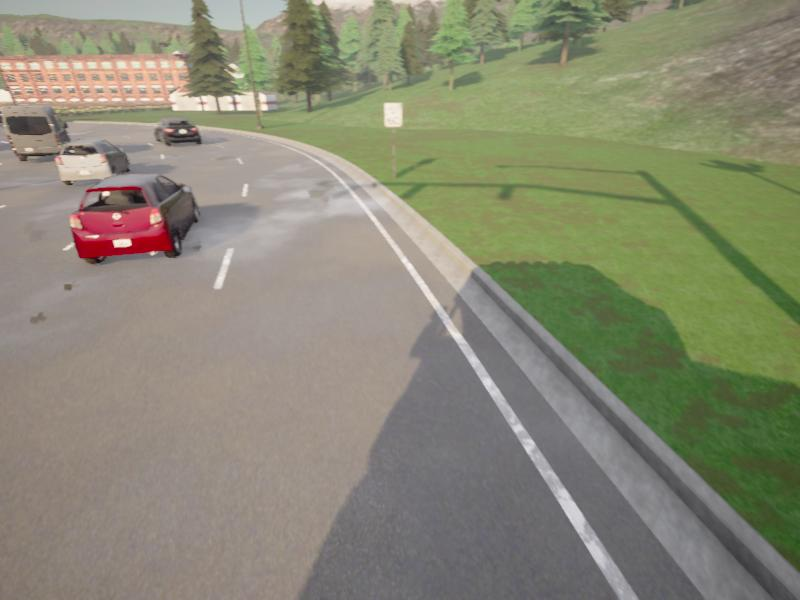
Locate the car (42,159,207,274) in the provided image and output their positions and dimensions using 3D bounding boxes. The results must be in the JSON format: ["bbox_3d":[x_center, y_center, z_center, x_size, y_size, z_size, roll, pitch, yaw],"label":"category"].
[{"bbox_3d":[-5.739,-2.067,8.956,1.845,1.501,3.633,-8,28,-14],"label":"car"}]

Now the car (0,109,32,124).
[{"bbox_3d":[-46.844,-21.671,47.266,4.892,1.490,1.837,3,28,7],"label":"car"}]

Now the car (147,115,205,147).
[{"bbox_3d":[-15.311,-11.579,27.267,2.242,1.667,4.611,-20,33,-33],"label":"car"}]

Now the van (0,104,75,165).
[{"bbox_3d":[-19.225,-8.993,21.375,1.988,2.561,5.915,-16,31,-30],"label":"van"}]

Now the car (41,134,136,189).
[{"bbox_3d":[-11.998,-5.553,15.753,1.845,1.501,3.633,-10,29,-19],"label":"car"}]
